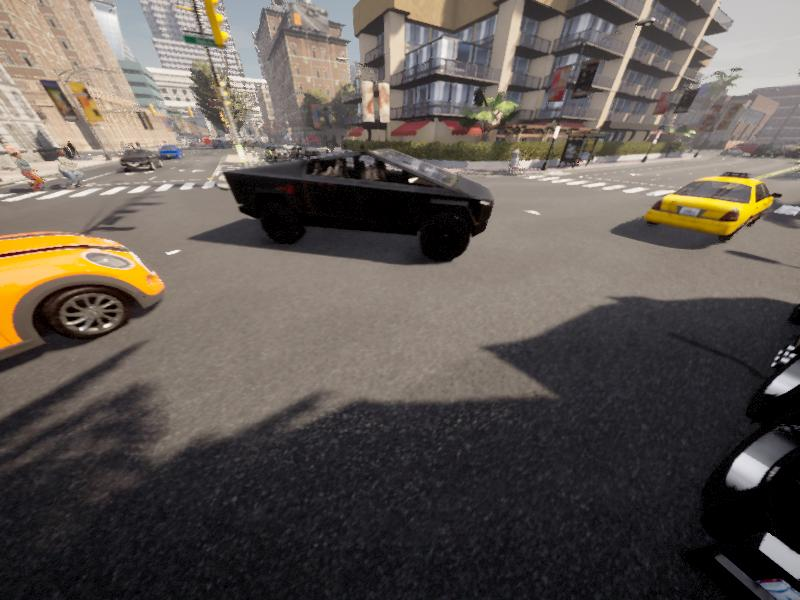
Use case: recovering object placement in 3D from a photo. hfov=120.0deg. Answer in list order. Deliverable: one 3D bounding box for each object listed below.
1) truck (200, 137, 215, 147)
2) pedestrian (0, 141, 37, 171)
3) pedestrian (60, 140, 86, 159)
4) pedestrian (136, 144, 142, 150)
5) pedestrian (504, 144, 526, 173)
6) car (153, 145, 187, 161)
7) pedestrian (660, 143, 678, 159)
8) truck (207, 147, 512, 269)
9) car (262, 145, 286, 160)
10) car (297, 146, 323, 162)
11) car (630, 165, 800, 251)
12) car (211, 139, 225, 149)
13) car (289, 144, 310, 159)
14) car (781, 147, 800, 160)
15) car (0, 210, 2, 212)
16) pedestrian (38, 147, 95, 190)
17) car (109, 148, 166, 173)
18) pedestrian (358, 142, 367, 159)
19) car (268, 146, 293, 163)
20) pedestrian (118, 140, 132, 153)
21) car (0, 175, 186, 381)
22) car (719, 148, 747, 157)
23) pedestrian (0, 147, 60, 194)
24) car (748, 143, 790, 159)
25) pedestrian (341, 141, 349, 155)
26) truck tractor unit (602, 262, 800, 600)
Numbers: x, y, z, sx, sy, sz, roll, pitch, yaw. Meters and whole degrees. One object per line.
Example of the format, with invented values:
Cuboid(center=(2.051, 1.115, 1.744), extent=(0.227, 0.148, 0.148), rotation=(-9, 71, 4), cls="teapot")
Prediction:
Cuboid(center=(-60.807, -49.943, 73.129), extent=(2.627, 2.467, 5.204), rotation=(-18, 39, -25), cls="truck")
Cuboid(center=(-28.974, -10.841, 17.402), extent=(0.751, 1.860, 0.751), rotation=(-20, 40, -26), cls="pedestrian")
Cuboid(center=(-38.340, -17.664, 27.131), extent=(0.751, 1.860, 0.751), rotation=(-15, 38, -21), cls="pedestrian")
Cuboid(center=(-56.230, -33.052, 49.768), extent=(0.500, 1.100, 0.500), rotation=(-21, 40, -27), cls="pedestrian")
Cuboid(center=(8.908, -10.993, 17.965), extent=(0.751, 1.860, 0.751), rotation=(-18, 39, -24), cls="pedestrian")
Cuboid(center=(-29.061, -18.760, 29.384), extent=(1.882, 1.535, 5.008), rotation=(-18, 39, -25), cls="car")
Cuboid(center=(38.581, -21.336, 33.112), extent=(0.751, 1.860, 0.751), rotation=(-17, 38, -23), cls="pedestrian")
Cuboid(center=(-0.901, -2.646, 5.973), extent=(6.274, 2.098, 2.390), rotation=(8, 36, 12), cls="truck")
Cuboid(center=(-17.307, -20.246, 31.637), extent=(2.007, 1.525, 4.514), rotation=(-18, 39, -25), cls="car")
Cuboid(center=(-11.390, -18.427, 29.103), extent=(1.837, 1.490, 4.892), rotation=(-18, 39, -25), cls="car")
Cuboid(center=(9.846, -3.077, 7.139), extent=(5.366, 1.575, 1.801), rotation=(-18, 39, -25), cls="car")
Cuboid(center=(-46.667, -39.973, 59.298), extent=(2.150, 2.045, 5.566), rotation=(-18, 39, -25), cls="car")
Cuboid(center=(-14.624, -21.614, 33.560), extent=(1.851, 1.617, 3.988), rotation=(-18, 39, -25), cls="car")
Cuboid(center=(65.846, -23.993, 37.775), extent=(2.242, 1.667, 4.611), rotation=(26, 42, 32), cls="car")
Cuboid(center=(-15.855, -2.672, 6.513), extent=(1.994, 1.385, 4.181), rotation=(0, 35, 0), cls="car")
Cuboid(center=(-17.156, -6.801, 11.965), extent=(0.751, 1.860, 0.751), rotation=(-19, 39, -26), cls="pedestrian")
Cuboid(center=(-22.051, -11.940, 19.676), extent=(1.837, 1.490, 4.892), rotation=(-18, 39, -25), cls="car")
Cuboid(center=(-4.963, -19.779, 30.476), extent=(0.751, 1.860, 0.751), rotation=(-19, 39, -26), cls="pedestrian")
Cuboid(center=(-14.155, -17.207, 27.271), extent=(1.789, 1.549, 3.705), rotation=(-18, 39, -25), cls="car")
Cuboid(center=(-48.752, -27.193, 41.010), extent=(0.751, 1.860, 0.751), rotation=(-19, 39, -25), cls="pedestrian")
Cuboid(center=(-5.680, 0.099, 2.244), extent=(2.097, 1.767, 4.553), rotation=(21, 40, 27), cls="car")
Cuboid(center=(62.353, -27.773, 43.381), extent=(1.895, 1.301, 4.718), rotation=(26, 42, 32), cls="car")
Cuboid(center=(-17.795, -6.187, 11.077), extent=(0.751, 1.860, 0.751), rotation=(-22, 41, -29), cls="pedestrian")
Cuboid(center=(63.867, -25.940, 40.117), extent=(2.150, 2.045, 5.566), rotation=(26, 42, 32), cls="car")
Cuboid(center=(-8.727, -24.117, 36.682), extent=(0.751, 1.860, 0.751), rotation=(-18, 39, -25), cls="pedestrian")
Cuboid(center=(5.108, -0.303, 0.789), extent=(6.516, 4.208, 3.053), rotation=(-18, 39, -24), cls="truck tractor unit")
